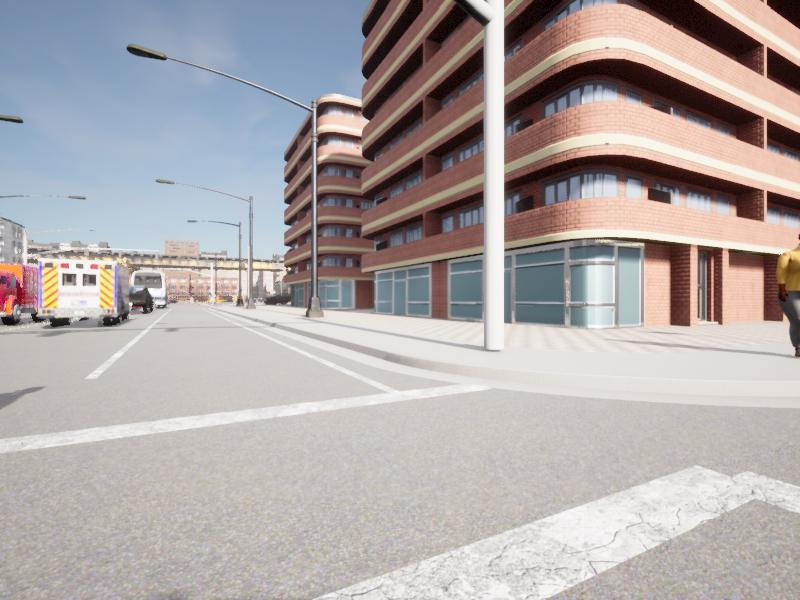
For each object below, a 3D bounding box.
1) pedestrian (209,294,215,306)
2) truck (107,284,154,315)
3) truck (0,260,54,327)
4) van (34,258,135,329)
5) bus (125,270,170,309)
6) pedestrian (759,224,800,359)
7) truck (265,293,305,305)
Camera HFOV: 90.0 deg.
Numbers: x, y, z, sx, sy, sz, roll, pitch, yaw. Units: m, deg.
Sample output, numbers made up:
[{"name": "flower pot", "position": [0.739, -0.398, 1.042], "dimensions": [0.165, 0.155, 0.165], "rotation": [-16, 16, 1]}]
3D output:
[{"name": "pedestrian", "position": [-29.920, -0.014, 63.618], "dimensions": [0.751, 1.860, 0.751], "rotation": [0, 0, -40]}, {"name": "truck", "position": [-20.356, -0.058, 30.487], "dimensions": [2.390, 2.098, 6.274], "rotation": [0, 0, -29]}, {"name": "truck", "position": [-16.753, -0.243, 16.576], "dimensions": [2.627, 2.467, 5.204], "rotation": [0, 0, -28]}, {"name": "van", "position": [-13.030, -0.222, 17.060], "dimensions": [2.351, 2.431, 6.366], "rotation": [0, 0, -29]}, {"name": "bus", "position": [-30.381, -1.150, 48.606], "dimensions": [3.944, 4.253, 10.273], "rotation": [0, 0, -29]}, {"name": "pedestrian", "position": [5.851, -0.115, 5.763], "dimensions": [0.751, 1.860, 0.751], "rotation": [0, 0, 16]}, {"name": "truck", "position": [-20.145, -0.210, 70.222], "dimensions": [6.274, 2.098, 2.390], "rotation": [-1, 0, -27]}]
